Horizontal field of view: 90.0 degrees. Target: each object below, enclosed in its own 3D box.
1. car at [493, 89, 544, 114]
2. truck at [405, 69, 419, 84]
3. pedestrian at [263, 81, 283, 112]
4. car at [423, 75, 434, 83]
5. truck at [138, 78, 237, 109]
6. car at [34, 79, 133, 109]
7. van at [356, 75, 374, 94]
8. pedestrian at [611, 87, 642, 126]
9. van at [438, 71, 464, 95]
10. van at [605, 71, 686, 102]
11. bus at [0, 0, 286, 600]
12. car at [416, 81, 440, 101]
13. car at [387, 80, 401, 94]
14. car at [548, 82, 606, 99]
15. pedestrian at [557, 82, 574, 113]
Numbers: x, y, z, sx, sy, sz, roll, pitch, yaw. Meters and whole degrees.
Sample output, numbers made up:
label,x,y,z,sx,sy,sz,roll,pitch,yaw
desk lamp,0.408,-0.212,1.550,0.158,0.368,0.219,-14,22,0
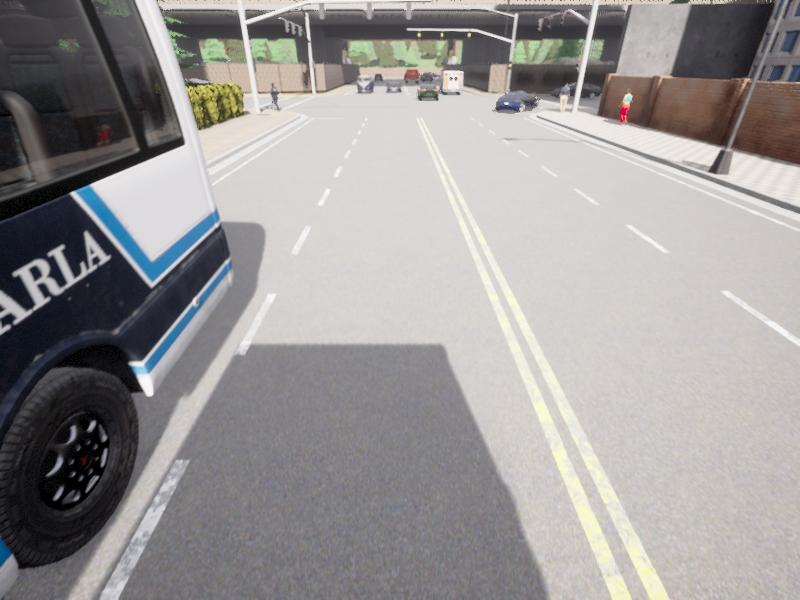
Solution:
label,x,y,z,sx,sy,sz,roll,pitch,yaw
car,9.108,-15.196,30.546,1.994,1.385,4.181,22,37,34
truck,2.388,-44.431,79.438,2.627,2.467,5.204,0,30,-1
pedestrian,-9.044,-14.538,28.573,0.751,1.860,0.751,20,36,31
car,5.845,-46.020,83.227,1.994,1.385,4.181,0,30,-1
truck,-16.822,-16.510,31.985,6.274,2.098,2.390,0,30,0
car,-25.106,-16.455,31.934,5.566,2.045,2.150,0,30,0
van,-4.369,-27.180,50.447,1.775,1.987,4.442,1,30,2
pedestrian,12.412,-10.636,21.984,0.751,1.860,0.751,-5,31,-8
van,6.253,-27.034,49.775,2.351,2.431,6.366,0,30,-1
van,23.272,-20.387,38.220,5.915,2.561,1.988,0,30,0
bus,-3.528,0.954,0.137,3.944,4.253,10.273,0,31,-1
car,2.855,-21.704,41.486,2.038,1.542,4.974,0,30,-1
car,-0.767,-27.370,51.309,1.812,1.442,4.674,0,30,-1
car,18.278,-21.696,41.484,4.892,1.490,1.837,0,30,1
pedestrian,11.429,-14.022,27.718,0.751,1.860,0.751,10,32,16
